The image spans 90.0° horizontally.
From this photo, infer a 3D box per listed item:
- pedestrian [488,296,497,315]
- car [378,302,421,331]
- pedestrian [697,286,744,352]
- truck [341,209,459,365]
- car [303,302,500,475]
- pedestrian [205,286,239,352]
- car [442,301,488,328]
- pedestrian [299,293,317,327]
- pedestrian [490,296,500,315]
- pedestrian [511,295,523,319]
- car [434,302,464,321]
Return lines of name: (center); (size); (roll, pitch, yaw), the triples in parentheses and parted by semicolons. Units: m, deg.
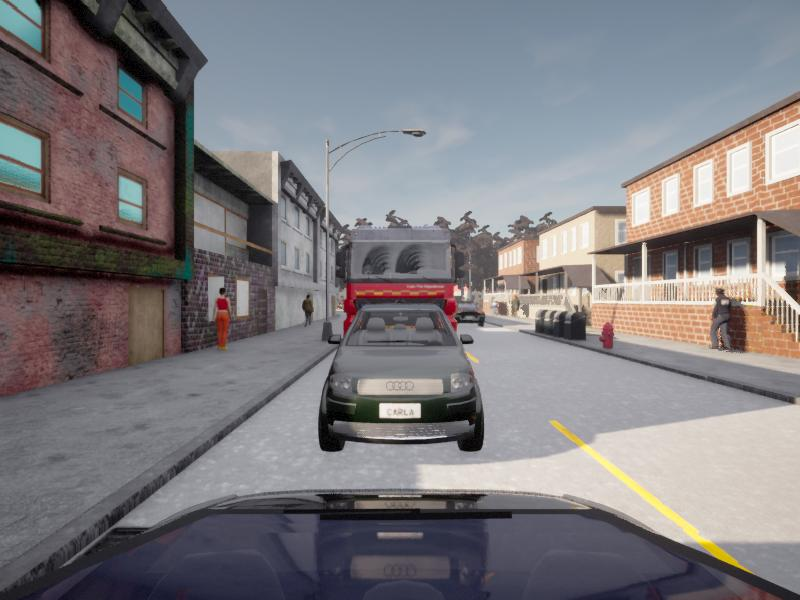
pedestrian: (9.173, 0.533, 39.742); (0.751, 1.860, 0.751); (0, 0, 0)
car: (-0.021, 0.851, 22.747); (2.163, 1.488, 4.792); (0, 0, 0)
pedestrian: (9.230, 0.533, 11.560); (0.751, 1.860, 0.751); (0, 0, 1)
truck: (-0.010, -0.321, 14.022); (2.891, 3.827, 8.468); (0, 0, 0)
car: (0.007, 0.815, 5.489); (1.789, 1.549, 3.705); (0, 0, 0)
pedestrian: (-5.230, 0.533, 11.784); (0.751, 1.860, 0.751); (0, 0, -8)
car: (3.975, 0.826, 25.321); (2.038, 1.542, 4.974); (0, 0, 0)
pedestrian: (-5.070, 0.533, 22.093); (0.751, 1.860, 0.751); (0, 0, 3)
pedestrian: (9.223, 0.533, 38.874); (0.751, 1.860, 0.751); (0, 0, 1)
pedestrian: (9.292, 0.533, 31.831); (0.751, 1.860, 0.751); (0, 0, 0)
car: (3.958, 0.908, 32.935); (1.994, 1.385, 4.181); (0, 0, 0)
